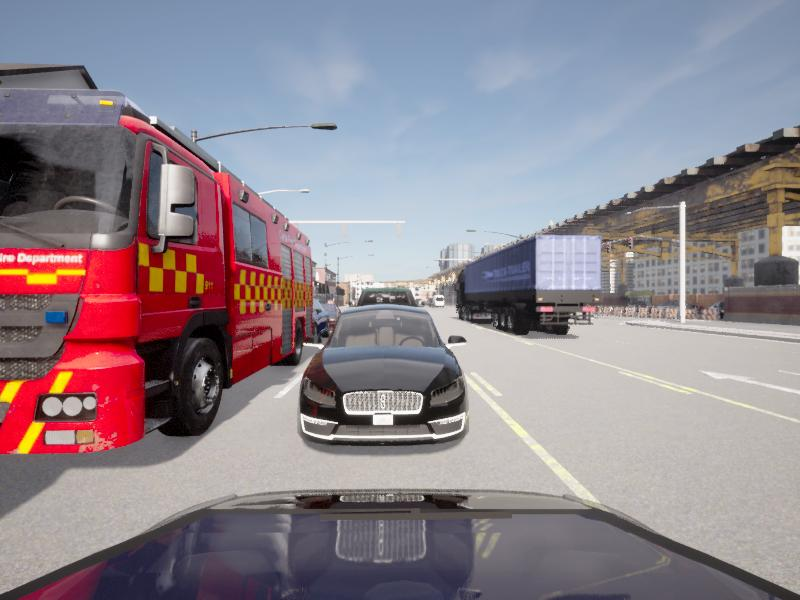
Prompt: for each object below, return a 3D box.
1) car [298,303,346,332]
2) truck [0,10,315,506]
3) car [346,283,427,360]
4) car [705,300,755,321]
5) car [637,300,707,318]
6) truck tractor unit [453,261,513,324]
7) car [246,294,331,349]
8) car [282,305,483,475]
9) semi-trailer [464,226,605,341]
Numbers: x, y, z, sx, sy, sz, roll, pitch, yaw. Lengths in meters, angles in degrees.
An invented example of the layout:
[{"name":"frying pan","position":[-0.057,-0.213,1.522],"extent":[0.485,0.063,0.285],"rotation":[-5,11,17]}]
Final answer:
[{"name":"car","position":[-4.249,0.897,22.560],"extent":[2.033,1.411,5.357],"rotation":[0,0,-4]},{"name":"truck","position":[-3.763,-0.320,7.296],"extent":[2.891,3.827,8.468],"rotation":[0,0,-2]},{"name":"car","position":[-0.444,0.568,13.466],"extent":[2.150,2.045,5.566],"rotation":[0,0,-2]},{"name":"car","position":[26.240,0.796,32.028],"extent":[2.038,1.542,4.974],"rotation":[0,0,27]},{"name":"car","position":[25.288,0.796,37.368],"extent":[2.038,1.542,4.974],"rotation":[0,0,-38]},{"name":"truck tractor unit","position":[6.035,-0.523,30.382],"extent":[3.053,4.208,6.516],"rotation":[0,0,-2]},{"name":"car","position":[-3.999,0.694,15.235],"extent":[2.097,1.767,4.553],"rotation":[0,0,-2]},{"name":"car","position":[-0.220,0.845,6.104],"extent":[1.837,1.490,4.892],"rotation":[0,0,-2]},{"name":"semi-trailer","position":[6.288,-0.622,22.470],"extent":[2.717,4.402,14.254],"rotation":[0,0,-2]}]
